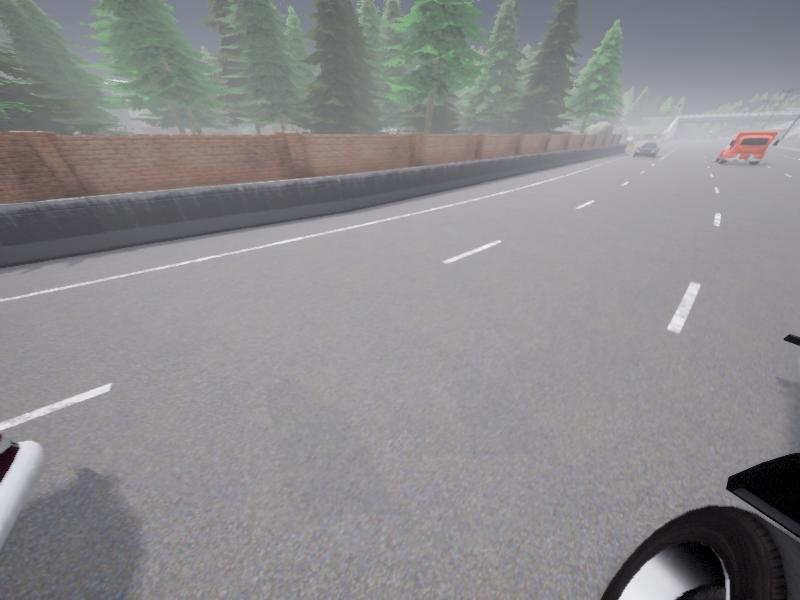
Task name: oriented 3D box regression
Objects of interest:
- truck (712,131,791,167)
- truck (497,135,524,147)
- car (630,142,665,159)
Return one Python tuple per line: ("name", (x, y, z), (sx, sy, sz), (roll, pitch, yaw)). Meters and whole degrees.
("truck", (31.052, -13.606, 20.732), (5.204, 2.467, 2.627), (-29, 44, -34))
("truck", (28.423, -40.971, 59.396), (2.627, 2.467, 5.204), (-28, 44, -34))
("car", (30.906, -18.705, 28.804), (4.974, 1.542, 2.038), (-29, 44, -34))
